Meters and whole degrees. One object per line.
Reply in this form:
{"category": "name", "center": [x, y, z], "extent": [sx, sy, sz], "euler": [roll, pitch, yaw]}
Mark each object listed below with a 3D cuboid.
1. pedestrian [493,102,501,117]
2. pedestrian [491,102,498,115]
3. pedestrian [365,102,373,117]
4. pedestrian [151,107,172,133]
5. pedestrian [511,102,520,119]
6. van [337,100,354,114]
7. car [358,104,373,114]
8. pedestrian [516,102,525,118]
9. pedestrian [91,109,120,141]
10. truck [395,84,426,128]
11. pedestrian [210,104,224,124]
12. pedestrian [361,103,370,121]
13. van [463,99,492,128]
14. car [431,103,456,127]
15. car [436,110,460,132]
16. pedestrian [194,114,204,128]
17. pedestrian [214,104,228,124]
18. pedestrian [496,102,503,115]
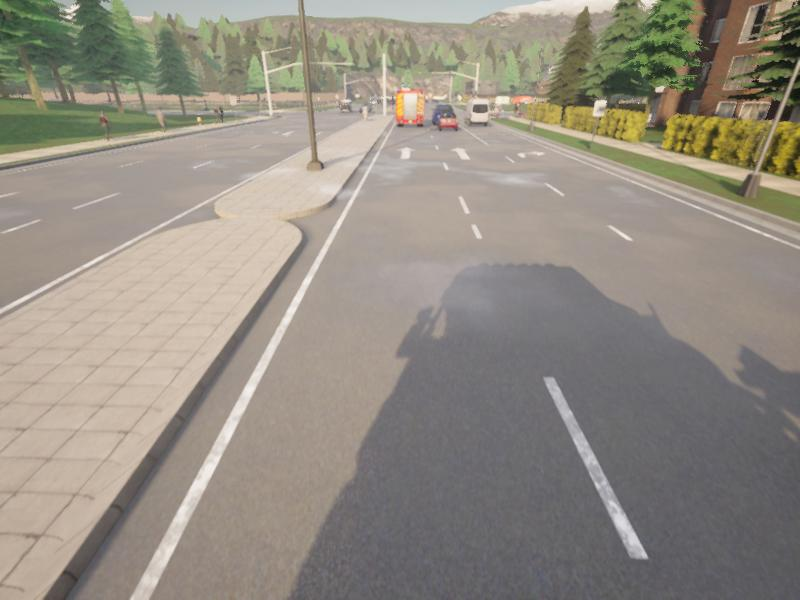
{"category": "pedestrian", "center": [13.249, -26.044, 54.707], "extent": [0.751, 1.860, 0.751], "euler": [-2, 27, -3]}
{"category": "pedestrian", "center": [15.181, -30.697, 64.087], "extent": [0.751, 1.860, 0.751], "euler": [1, 27, 2]}
{"category": "pedestrian", "center": [-4.111, -25.607, 53.782], "extent": [0.751, 1.860, 0.751], "euler": [15, 31, 26]}
{"category": "pedestrian", "center": [-18.978, -14.380, 31.911], "extent": [0.751, 1.860, 0.751], "euler": [1, 27, 1]}
{"category": "pedestrian", "center": [15.024, -24.629, 51.998], "extent": [0.751, 1.860, 0.751], "euler": [0, 27, 0]}
{"category": "van", "center": [-9.384, -33.572, 69.382], "extent": [2.069, 2.038, 4.480], "euler": [1, 27, 2]}
{"category": "car", "center": [-5.915, -32.917, 68.835], "extent": [1.994, 1.385, 4.181], "euler": [1, 27, 2]}
{"category": "pedestrian", "center": [16.156, -25.530, 53.750], "extent": [0.751, 1.860, 0.751], "euler": [1, 27, 1]}
{"category": "pedestrian", "center": [-19.354, -11.492, 26.312], "extent": [0.751, 1.860, 0.751], "euler": [2, 27, 3]}
{"category": "truck", "center": [1.096, -20.563, 42.282], "extent": [2.891, 3.827, 8.468], "euler": [1, 27, 1]}
{"category": "pedestrian", "center": [-18.690, -19.014, 40.894], "extent": [0.751, 1.860, 0.751], "euler": [-1, 27, -2]}
{"category": "pedestrian", "center": [-4.026, -22.016, 46.822], "extent": [0.751, 1.860, 0.751], "euler": [3, 27, 6]}
{"category": "van", "center": [8.100, -20.011, 42.653], "extent": [1.988, 2.561, 5.915], "euler": [1, 27, 1]}
{"category": "car", "center": [4.606, -20.081, 43.307], "extent": [2.150, 2.045, 5.566], "euler": [1, 27, 1]}
{"category": "car", "center": [4.405, -16.618, 37.071], "extent": [1.851, 1.617, 3.988], "euler": [1, 27, 1]}
{"category": "pedestrian", "center": [-18.369, -16.357, 36.574], "extent": [0.500, 1.100, 0.500], "euler": [0, 27, 0]}
{"category": "pedestrian", "center": [-18.642, -19.413, 41.668], "extent": [0.751, 1.860, 0.751], "euler": [1, 27, 3]}
{"category": "pedestrian", "center": [16.033, -30.888, 64.471], "extent": [0.751, 1.860, 0.751], "euler": [-2, 27, -3]}
